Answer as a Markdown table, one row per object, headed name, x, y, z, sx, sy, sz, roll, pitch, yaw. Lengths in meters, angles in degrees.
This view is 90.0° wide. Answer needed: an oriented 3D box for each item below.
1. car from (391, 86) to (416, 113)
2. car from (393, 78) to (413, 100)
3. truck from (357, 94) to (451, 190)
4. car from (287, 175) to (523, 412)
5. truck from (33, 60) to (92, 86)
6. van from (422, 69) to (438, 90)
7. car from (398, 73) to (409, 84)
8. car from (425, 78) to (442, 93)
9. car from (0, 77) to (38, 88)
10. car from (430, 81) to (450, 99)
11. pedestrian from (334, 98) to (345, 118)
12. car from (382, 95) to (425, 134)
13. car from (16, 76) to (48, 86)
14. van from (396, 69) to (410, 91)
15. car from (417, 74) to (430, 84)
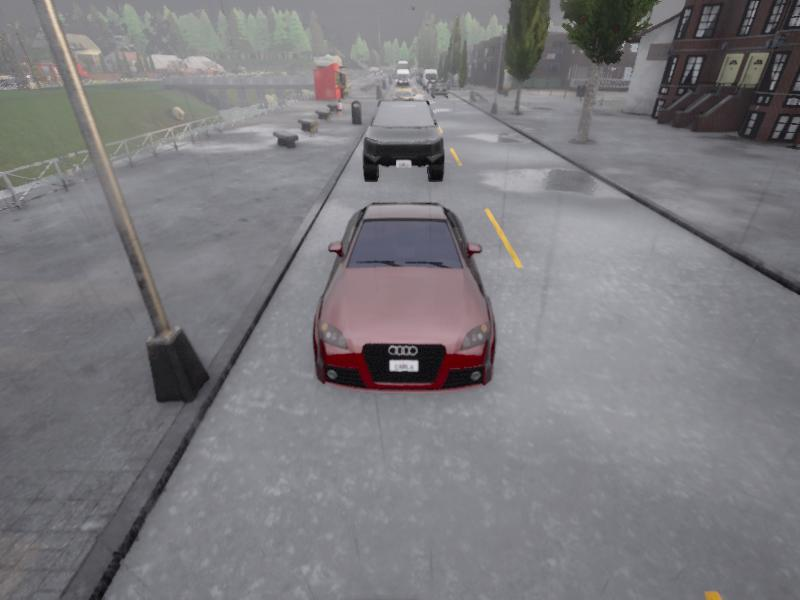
| name | x | y | z | sx | sy | sz | roll | pitch | yaw |
| --- | --- | --- | --- | --- | --- | --- | --- | --- | --- |
| car | 0.255 | -16.000 | 31.769 | 1.801 | 1.575 | 5.366 | 0 | 30 | 0 |
| car | 0.333 | -22.444 | 42.486 | 1.932 | 1.855 | 4.605 | 0 | 30 | 0 |
| truck | 0.123 | -5.598 | 13.486 | 2.390 | 2.098 | 6.274 | 0 | 30 | 0 |
| car | 0.067 | -0.519 | 5.529 | 1.994 | 1.385 | 4.181 | 0 | 30 | 1 |
| truck | -61.128 | -41.408 | 72.895 | 2.891 | 3.827 | 8.468 | 0 | 30 | 0 |
| van | 4.467 | -33.197 | 60.169 | 1.988 | 2.561 | 5.915 | 0 | 30 | 0 |
| car | 0.594 | -43.466 | 78.495 | 2.097 | 1.767 | 4.553 | 0 | 30 | 0 |
| car | 4.413 | -28.514 | 53.187 | 1.851 | 1.617 | 3.988 | 0 | 30 | 0 |
| car | -61.206 | -34.870 | 64.054 | 2.163 | 1.488 | 4.792 | 0 | 30 | 0 |
| car | 4.345 | -23.201 | 44.109 | 1.789 | 1.549 | 3.705 | 0 | 31 | 0 |
| pedestrian | -3.932 | -12.422 | 25.874 | 0.500 | 1.100 | 0.500 | -11 | 32 | -18 |
| car | 0.187 | -10.501 | 22.443 | 2.128 | 1.511 | 4.902 | 0 | 30 | 0 |
| car | -65.154 | -38.811 | 70.870 | 1.970 | 1.475 | 3.806 | 0 | 30 | 0 |
| van | 0.446 | -32.144 | 58.364 | 1.988 | 2.561 | 5.915 | 0 | 30 | 0 |
| car | 4.595 | -43.470 | 78.755 | 2.242 | 1.667 | 4.611 | 0 | 30 | 0 |
